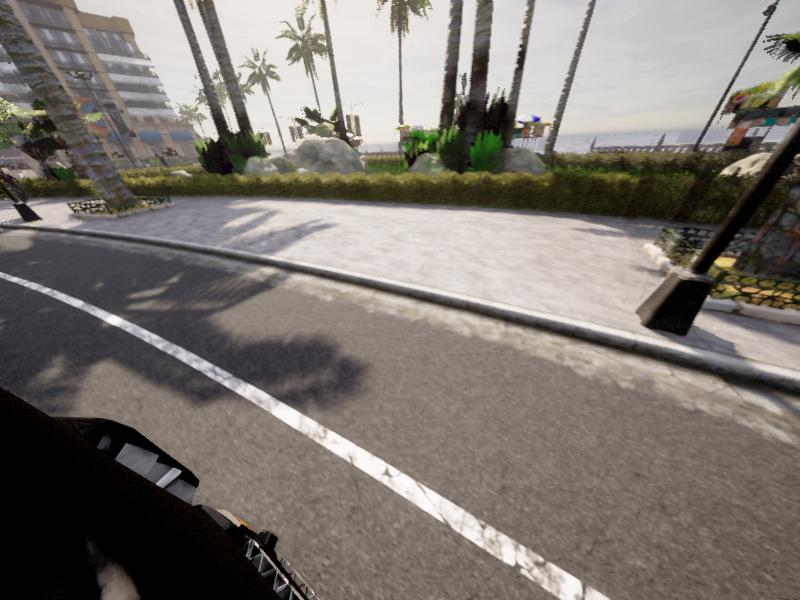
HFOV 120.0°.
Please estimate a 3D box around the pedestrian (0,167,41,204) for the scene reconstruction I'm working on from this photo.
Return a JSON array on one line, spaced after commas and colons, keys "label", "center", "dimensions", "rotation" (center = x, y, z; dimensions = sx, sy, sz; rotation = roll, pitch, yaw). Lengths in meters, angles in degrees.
[{"label": "pedestrian", "center": [-22.908, -6.779, 13.690], "dimensions": [0.751, 1.860, 0.751], "rotation": [4, 34, 10]}]
